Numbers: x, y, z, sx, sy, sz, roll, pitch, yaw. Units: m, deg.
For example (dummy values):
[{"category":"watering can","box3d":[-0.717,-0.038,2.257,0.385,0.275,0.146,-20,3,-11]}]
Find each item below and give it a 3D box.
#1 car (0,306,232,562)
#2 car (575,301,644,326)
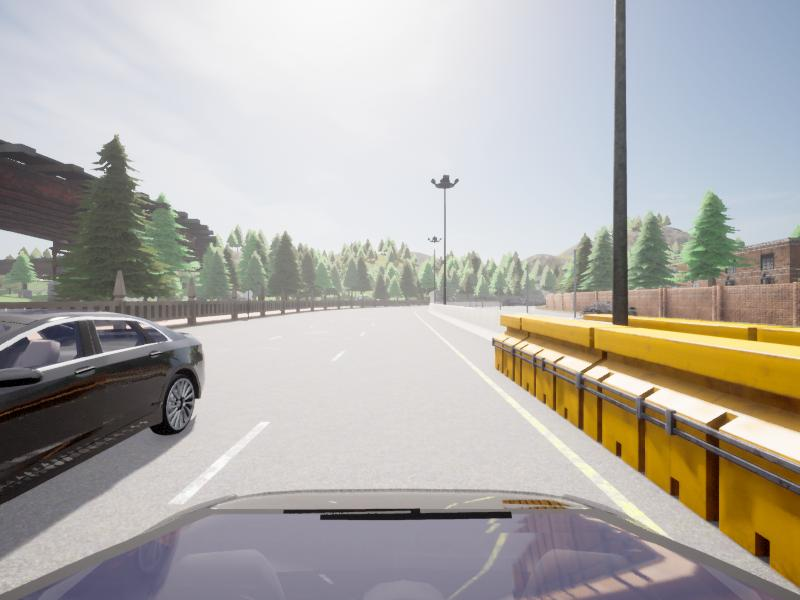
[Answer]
[{"category":"car","box3d":[-3.500,0.837,3.363,2.128,1.511,4.902,0,0,0]},{"category":"car","box3d":[14.007,0.842,27.135,2.128,1.511,4.902,0,0,0]}]
